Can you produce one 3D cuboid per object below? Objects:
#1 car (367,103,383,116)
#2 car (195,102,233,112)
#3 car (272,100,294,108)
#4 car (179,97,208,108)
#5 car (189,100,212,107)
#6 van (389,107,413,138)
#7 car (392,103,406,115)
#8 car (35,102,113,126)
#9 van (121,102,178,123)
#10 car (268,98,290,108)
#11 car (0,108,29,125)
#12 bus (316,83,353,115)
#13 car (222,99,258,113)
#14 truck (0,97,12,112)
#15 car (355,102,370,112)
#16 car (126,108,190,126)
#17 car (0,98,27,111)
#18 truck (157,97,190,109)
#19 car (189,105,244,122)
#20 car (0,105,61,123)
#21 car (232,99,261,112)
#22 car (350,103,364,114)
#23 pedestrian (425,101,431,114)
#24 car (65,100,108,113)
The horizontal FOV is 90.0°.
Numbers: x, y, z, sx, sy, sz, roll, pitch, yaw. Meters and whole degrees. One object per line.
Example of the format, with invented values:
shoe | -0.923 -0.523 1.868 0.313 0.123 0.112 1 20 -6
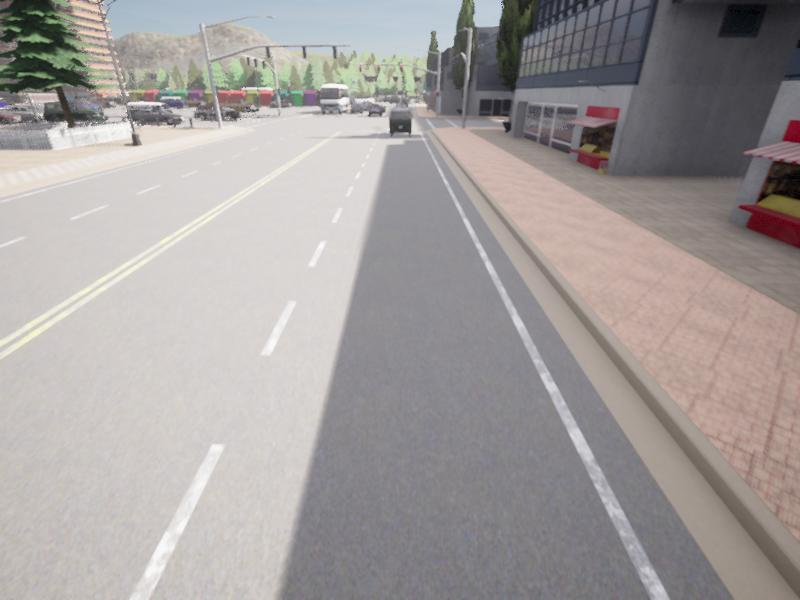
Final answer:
car | -3.635 -28.474 59.851 2.033 1.649 4.856 1 27 1
car | -31.285 -32.559 67.360 5.357 1.415 2.033 0 27 0
car | -24.842 -41.613 84.962 3.806 1.475 1.970 0 27 0
car | -42.376 -40.579 82.243 4.605 1.855 1.932 0 27 0
car | -42.308 -41.721 84.912 3.905 1.438 1.784 0 27 0
van | 0.089 -14.216 31.923 1.775 1.987 4.442 1 27 1
car | -0.079 -30.300 63.469 2.038 1.542 4.974 1 27 1
car | -32.821 -18.852 40.466 5.566 2.045 2.150 0 27 0
van | -27.176 -20.436 43.601 4.480 2.038 2.069 0 27 0
car | -24.856 -40.496 82.280 3.866 1.878 1.905 0 27 0
car | -41.065 -18.612 40.571 4.674 1.442 1.812 0 27 0
bus | -10.400 -32.687 65.064 3.944 4.253 10.273 1 27 1
car | -24.906 -30.159 62.275 4.605 1.855 1.932 0 27 0
truck | -63.799 -30.422 62.154 4.478 2.038 2.069 0 27 0
car | -6.813 -35.161 72.961 2.128 1.511 4.902 1 27 1
car | -24.486 -18.584 40.624 4.902 1.511 2.128 0 27 0
car | -63.865 -31.668 64.769 4.605 1.855 1.932 0 27 0
truck | -42.330 -36.889 74.899 4.478 2.038 2.069 0 27 0
car | -21.349 -21.803 46.744 5.238 1.638 1.930 1 27 1
car | -40.415 -20.319 43.631 4.611 1.667 2.242 0 27 0
car | -24.847 -31.485 64.847 3.866 1.878 1.905 0 27 0
car | -7.023 -31.488 65.786 1.837 1.490 4.892 1 27 1
pedestrian | 4.339 -29.805 61.885 0.751 1.860 0.751 -1 27 -3
car | -48.755 -30.118 62.305 4.611 1.667 2.242 0 27 0
